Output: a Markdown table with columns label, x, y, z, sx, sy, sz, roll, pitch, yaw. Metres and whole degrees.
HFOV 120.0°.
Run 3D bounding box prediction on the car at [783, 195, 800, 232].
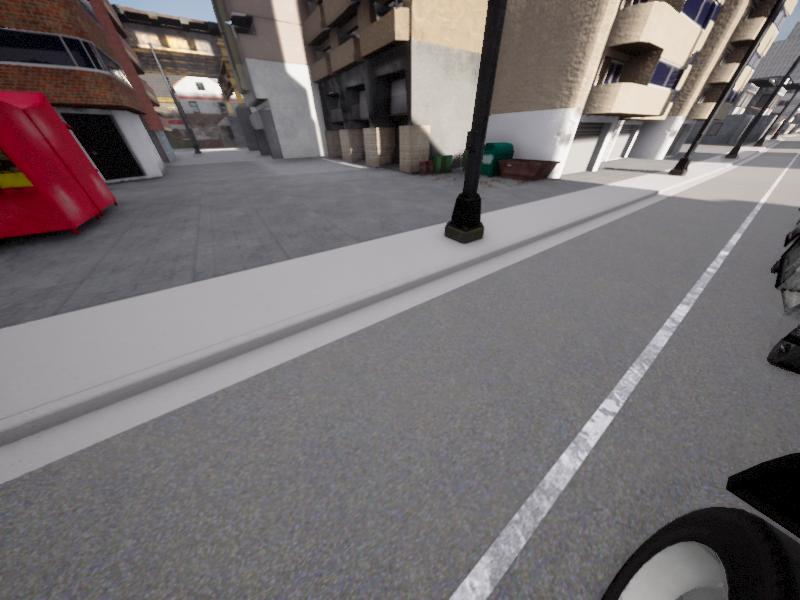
| label | x | y | z | sx | sy | sz | roll | pitch | yaw |
| --- | --- | --- | --- | --- | --- | --- | --- | --- | --- |
| car | 13.834 | -2.986 | 6.741 | 4.902 | 1.511 | 2.128 | -22 | 40 | -28 |

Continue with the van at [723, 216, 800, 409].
| label | x | y | z | sx | sy | sz | roll | pitch | yaw |
| --- | --- | --- | --- | --- | --- | --- | --- | --- | --- |
| van | 7.028 | -0.634 | 2.660 | 6.366 | 2.431 | 2.351 | -22 | 41 | -28 |
